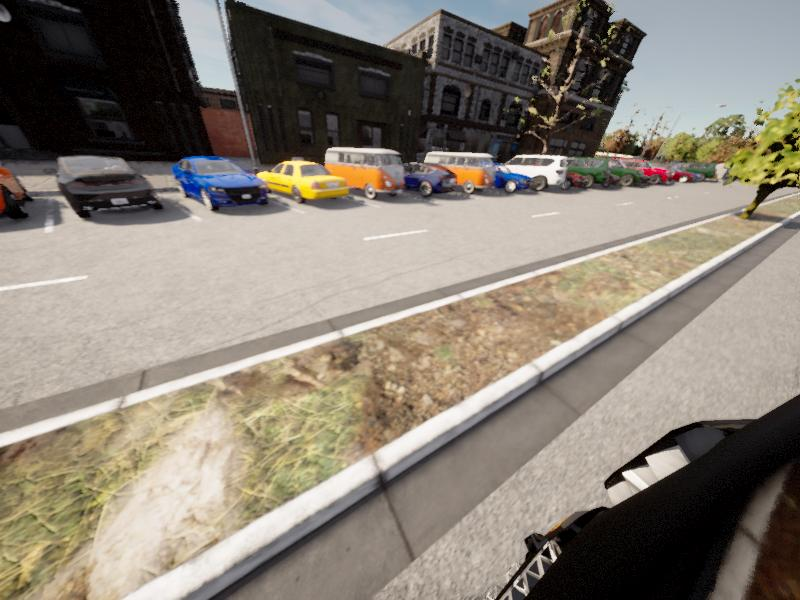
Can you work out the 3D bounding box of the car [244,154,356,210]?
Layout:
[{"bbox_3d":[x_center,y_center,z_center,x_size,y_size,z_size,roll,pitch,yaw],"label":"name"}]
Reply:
[{"bbox_3d":[-4.522,-5.410,10.239,5.366,1.575,1.946,26,40,32],"label":"car"}]

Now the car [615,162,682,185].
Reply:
[{"bbox_3d":[27.139,-14.035,25.451,4.553,1.767,2.185,27,40,32],"label":"car"}]

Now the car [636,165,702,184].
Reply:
[{"bbox_3d":[32.379,-15.370,28.095,5.008,1.535,2.097,27,40,32],"label":"car"}]

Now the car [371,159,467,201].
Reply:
[{"bbox_3d":[0.846,-6.771,12.760,4.792,1.488,2.163,27,40,32],"label":"car"}]

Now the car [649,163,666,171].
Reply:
[{"bbox_3d":[62.748,-32.437,56.370,2.231,1.521,4.892,29,39,32],"label":"car"}]

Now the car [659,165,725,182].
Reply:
[{"bbox_3d":[40.170,-17.605,32.013,5.366,1.575,1.946,27,41,32],"label":"car"}]

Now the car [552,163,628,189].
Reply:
[{"bbox_3d":[16.637,-11.050,20.424,4.792,1.488,2.163,27,40,32],"label":"car"}]

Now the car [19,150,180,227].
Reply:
[{"bbox_3d":[-9.606,-3.868,7.524,4.892,1.521,2.231,26,40,31],"label":"car"}]

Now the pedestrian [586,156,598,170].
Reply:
[{"bbox_3d":[30.782,-21.964,36.990,0.751,1.860,0.751,25,38,28],"label":"pedestrian"}]

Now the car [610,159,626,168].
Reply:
[{"bbox_3d":[47.215,-29.607,50.043,2.002,1.452,4.674,28,40,32],"label":"car"}]

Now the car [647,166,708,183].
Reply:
[{"bbox_3d":[35.025,-16.052,29.394,4.674,1.452,2.002,27,40,32],"label":"car"}]

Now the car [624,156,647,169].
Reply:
[{"bbox_3d":[48.623,-28.338,47.731,2.435,2.045,5.566,29,40,32],"label":"car"}]

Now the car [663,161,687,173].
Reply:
[{"bbox_3d":[64.207,-31.130,54.078,2.435,2.045,5.566,29,39,32],"label":"car"}]

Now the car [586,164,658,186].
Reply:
[{"bbox_3d":[21.884,-12.482,22.986,4.792,1.488,2.163,27,40,32],"label":"car"}]

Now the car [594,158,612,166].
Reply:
[{"bbox_3d":[45.810,-31.137,52.149,2.231,1.521,4.892,28,40,32],"label":"car"}]

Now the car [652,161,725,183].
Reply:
[{"bbox_3d":[37.650,-17.023,30.517,5.566,2.045,2.435,27,41,32],"label":"car"}]

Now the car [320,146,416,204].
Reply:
[{"bbox_3d":[-1.654,-6.211,11.258,4.442,1.987,1.878,27,40,32],"label":"car"}]

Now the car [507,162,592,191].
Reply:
[{"bbox_3d":[11.367,-9.655,17.863,5.008,1.535,2.097,27,40,32],"label":"car"}]

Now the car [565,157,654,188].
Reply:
[{"bbox_3d":[19.272,-12.002,21.554,5.566,2.045,2.435,27,40,32],"label":"car"}]

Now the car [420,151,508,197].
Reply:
[{"bbox_3d":[3.598,-7.651,13.834,4.442,1.987,1.878,27,40,32],"label":"car"}]

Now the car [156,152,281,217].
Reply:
[{"bbox_3d":[-7.000,-4.616,8.852,5.008,1.535,2.097,26,39,32],"label":"car"}]

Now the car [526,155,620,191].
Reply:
[{"bbox_3d":[13.976,-10.588,19.014,5.566,2.045,2.435,27,40,32],"label":"car"}]

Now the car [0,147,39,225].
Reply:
[{"bbox_3d":[-12.206,-3.224,6.123,4.553,1.767,2.185,26,40,31],"label":"car"}]

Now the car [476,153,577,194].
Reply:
[{"bbox_3d":[8.732,-9.156,16.454,5.566,2.045,2.435,27,40,32],"label":"car"}]

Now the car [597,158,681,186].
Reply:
[{"bbox_3d":[24.522,-13.433,24.115,5.566,2.045,2.435,27,40,32],"label":"car"}]

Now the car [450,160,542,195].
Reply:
[{"bbox_3d":[6.122,-8.223,15.301,5.008,1.535,2.097,27,40,32],"label":"car"}]

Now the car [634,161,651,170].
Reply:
[{"bbox_3d":[61.297,-34.063,58.456,2.185,1.767,4.553,28,39,32],"label":"car"}]
